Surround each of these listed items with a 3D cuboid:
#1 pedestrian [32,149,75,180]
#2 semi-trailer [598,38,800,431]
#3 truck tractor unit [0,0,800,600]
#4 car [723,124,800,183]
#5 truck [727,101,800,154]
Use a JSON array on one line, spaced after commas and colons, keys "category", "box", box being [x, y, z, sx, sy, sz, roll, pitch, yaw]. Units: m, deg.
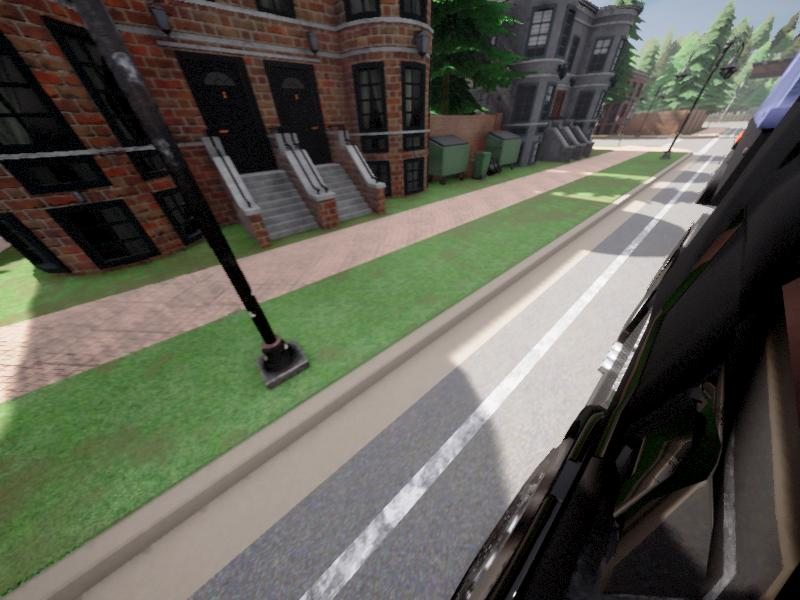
[{"category": "pedestrian", "box": [-25.129, -9.881, 16.831, 0.751, 1.860, 0.751, -26, 43, -28]}, {"category": "semi-trailer", "box": [8.687, -3.610, 4.243, 14.254, 4.402, 2.717, -28, 43, -30]}, {"category": "truck tractor unit", "box": [2.645, -0.295, 0.351, 6.516, 4.208, 3.053, -28, 44, -30]}, {"category": "car", "box": [16.096, -6.412, 9.860, 5.238, 1.638, 1.930, -28, 44, -30]}, {"category": "truck", "box": [24.381, -11.193, 15.030, 5.204, 2.467, 2.627, -28, 43, -30]}]
